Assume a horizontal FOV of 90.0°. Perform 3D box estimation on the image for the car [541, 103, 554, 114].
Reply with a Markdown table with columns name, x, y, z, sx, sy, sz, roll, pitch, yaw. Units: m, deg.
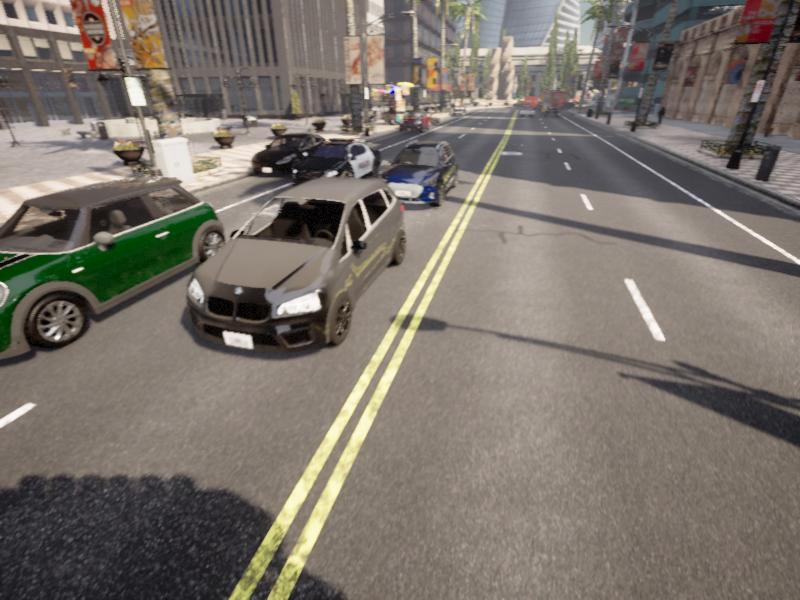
| name | x | y | z | sx | sy | sz | roll | pitch | yaw |
| --- | --- | --- | --- | --- | --- | --- | --- | --- | --- |
| car | 26.082 | -33.938 | 70.867 | 1.801 | 1.575 | 5.366 | 7 | 28 | 14 |

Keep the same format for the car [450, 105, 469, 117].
| name | x | y | z | sx | sy | sz | roll | pitch | yaw |
| --- | --- | --- | --- | --- | --- | --- | --- | --- | --- |
| car | 9.206 | -29.276 | 61.875 | 2.231 | 1.521 | 4.892 | 7 | 28 | 14 |

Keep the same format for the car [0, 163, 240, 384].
| name | x | y | z | sx | sy | sz | roll | pitch | yaw |
| --- | --- | --- | --- | --- | --- | --- | --- | --- | --- |
| car | -5.067 | -0.928 | 6.486 | 2.097 | 1.767 | 4.553 | 7 | 28 | 14 |

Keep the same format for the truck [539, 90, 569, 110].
| name | x | y | z | sx | sy | sz | roll | pitch | yaw |
| --- | --- | --- | --- | --- | --- | --- | --- | --- | --- |
| truck | 34.724 | -45.044 | 89.937 | 2.891 | 3.827 | 8.468 | 21 | 34 | 36 |

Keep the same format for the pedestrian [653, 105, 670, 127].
| name | x | y | z | sx | sy | sz | roll | pitch | yaw |
| --- | --- | --- | --- | --- | --- | --- | --- | --- | --- |
| pedestrian | 25.163 | -17.694 | 38.528 | 0.751 | 1.860 | 0.751 | 9 | 29 | 17 |

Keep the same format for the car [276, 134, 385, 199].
| name | x | y | z | sx | sy | sz | roll | pitch | yaw |
| --- | --- | --- | --- | --- | --- | --- | --- | --- | --- |
| car | -2.321 | -5.193 | 15.066 | 2.038 | 1.542 | 4.974 | 7 | 28 | 14 |

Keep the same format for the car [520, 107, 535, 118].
| name | x | y | z | sx | sy | sz | roll | pitch | yaw |
| --- | --- | --- | --- | --- | --- | --- | --- | --- | --- |
| car | 18.727 | -27.628 | 58.877 | 1.895 | 1.301 | 4.718 | 7 | 28 | 14 |

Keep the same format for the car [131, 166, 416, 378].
| name | x | y | z | sx | sy | sz | roll | pitch | yaw |
| --- | --- | --- | --- | --- | --- | --- | --- | --- | --- |
| car | -1.378 | -0.958 | 6.664 | 2.242 | 1.667 | 4.611 | 7 | 28 | 14 |

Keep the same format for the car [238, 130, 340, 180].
| name | x | y | z | sx | sy | sz | roll | pitch | yaw |
| --- | --- | --- | --- | --- | --- | --- | --- | --- | --- |
| car | -4.714 | -6.641 | 17.950 | 2.163 | 1.488 | 4.792 | 7 | 28 | 14 |

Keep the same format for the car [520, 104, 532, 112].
| name | x | y | z | sx | sy | sz | roll | pitch | yaw |
| --- | --- | --- | --- | --- | --- | --- | --- | --- | --- |
| car | 25.145 | -38.285 | 79.588 | 1.895 | 1.301 | 4.718 | 9 | 29 | 17 |

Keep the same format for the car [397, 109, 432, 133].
| name | x | y | z | sx | sy | sz | roll | pitch | yaw |
| --- | --- | --- | --- | --- | --- | --- | --- | --- | --- |
| car | 1.406 | -16.431 | 36.634 | 2.185 | 1.767 | 4.553 | 7 | 28 | 14 |

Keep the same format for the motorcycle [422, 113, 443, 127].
| name | x | y | z | sx | sy | sz | roll | pitch | yaw |
| --- | --- | --- | --- | --- | --- | --- | --- | --- | --- |
| motorcycle | 3.503 | -19.405 | 43.035 | 2.356 | 1.277 | 0.764 | -24 | 36 | -39 |

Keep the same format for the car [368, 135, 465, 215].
| name | x | y | z | sx | sy | sz | roll | pitch | yaw |
| --- | --- | --- | --- | --- | --- | --- | --- | --- | --- |
| car | 0.749 | -4.332 | 13.269 | 2.033 | 1.649 | 4.856 | 7 | 28 | 14 |

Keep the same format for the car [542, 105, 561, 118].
| name | x | y | z | sx | sy | sz | roll | pitch | yaw |
| --- | --- | --- | --- | --- | --- | --- | --- | --- | --- |
| car | 22.766 | -28.376 | 60.167 | 2.128 | 1.511 | 4.902 | 7 | 28 | 14 |
